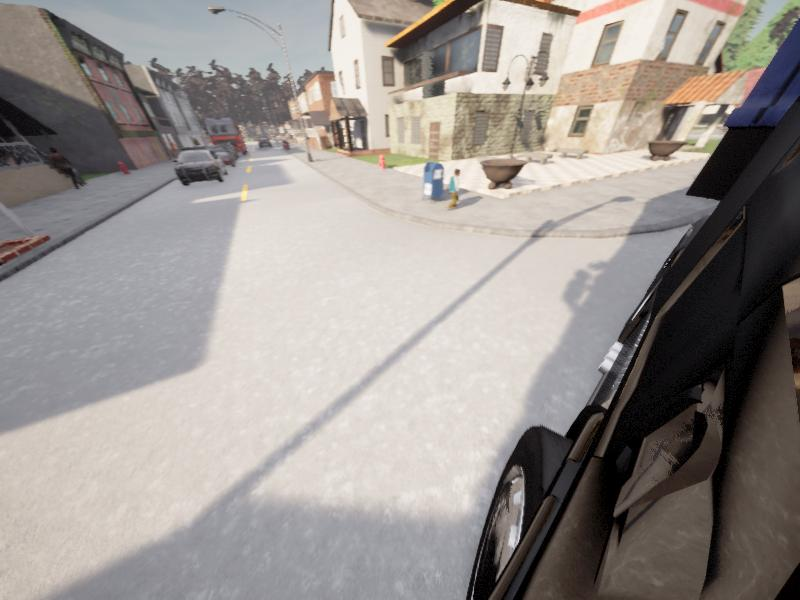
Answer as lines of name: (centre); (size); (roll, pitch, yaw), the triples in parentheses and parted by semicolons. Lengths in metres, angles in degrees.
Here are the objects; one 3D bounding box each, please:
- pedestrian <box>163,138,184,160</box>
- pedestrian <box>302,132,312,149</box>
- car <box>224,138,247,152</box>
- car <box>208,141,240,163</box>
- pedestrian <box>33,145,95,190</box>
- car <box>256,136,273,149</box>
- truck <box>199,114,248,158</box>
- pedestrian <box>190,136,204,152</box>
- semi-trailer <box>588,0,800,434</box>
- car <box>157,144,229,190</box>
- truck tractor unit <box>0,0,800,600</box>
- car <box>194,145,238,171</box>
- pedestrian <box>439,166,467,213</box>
pedestrian: (-24.370, -16.277, 24.871); (0.751, 1.860, 0.751); (-16, 39, -18)
pedestrian: (-12.739, -21.919, 31.728); (0.751, 1.860, 0.751); (-18, 40, -20)
car: (-25.289, -23.970, 35.682); (2.163, 1.488, 4.792); (-18, 40, -20)
car: (-17.529, -14.944, 23.186); (1.789, 1.549, 3.705); (-18, 40, -20)
pedestrian: (-17.001, -6.734, 11.769); (0.751, 1.860, 0.751); (-20, 40, -22)
car: (-23.270, -26.978, 39.525); (2.038, 1.542, 4.974); (-18, 39, -20)
truck: (-21.407, -20.327, 28.670); (2.891, 3.827, 8.468); (-18, 40, -20)
pedestrian: (-30.216, -23.214, 34.422); (0.751, 1.860, 0.751); (-16, 39, -18)
semi-trailer: (9.365, -3.026, 3.452); (14.254, 4.402, 2.717); (-20, 40, -21)
car: (-11.517, -7.840, 13.331); (1.930, 1.638, 5.238); (-19, 40, -21)
truck tractor unit: (2.645, -0.295, 0.351); (6.516, 4.208, 3.053); (-28, 44, -30)
car: (-14.848, -11.723, 18.907); (1.994, 1.385, 4.181); (-18, 40, -20)
pedestrian: (1.478, -3.144, 6.585); (0.500, 1.100, 0.500); (-10, 38, -10)
